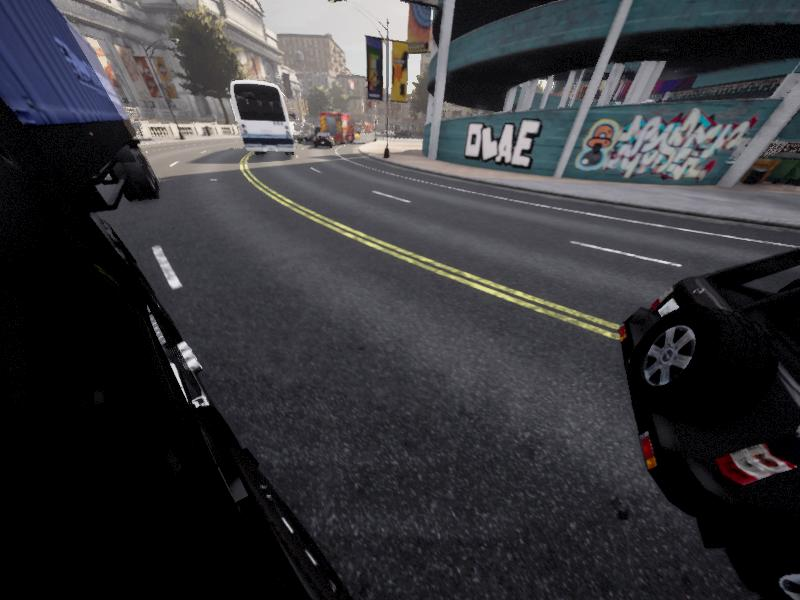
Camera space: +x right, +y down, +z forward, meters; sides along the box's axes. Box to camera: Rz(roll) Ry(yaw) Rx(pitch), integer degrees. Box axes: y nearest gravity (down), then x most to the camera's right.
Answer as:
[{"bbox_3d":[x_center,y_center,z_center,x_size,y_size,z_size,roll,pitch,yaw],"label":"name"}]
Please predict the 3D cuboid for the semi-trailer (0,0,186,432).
[{"bbox_3d":[-7.956,-4.029,4.837,2.717,4.402,14.254,-25,45,-32],"label":"semi-trailer"}]

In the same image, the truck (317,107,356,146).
[{"bbox_3d":[-8.614,-24.523,32.768,2.891,3.827,8.468,3,37,0],"label":"truck"}]

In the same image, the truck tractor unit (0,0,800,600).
[{"bbox_3d":[-2.645,-0.295,0.352,6.516,4.208,3.053,28,44,30],"label":"truck tractor unit"}]

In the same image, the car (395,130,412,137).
[{"bbox_3d":[0.943,-49.178,68.365,4.902,1.511,2.128,1,37,-1],"label":"car"}]

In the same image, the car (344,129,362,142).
[{"bbox_3d":[-8.215,-29.143,40.866,1.801,1.575,5.366,4,37,1],"label":"car"}]

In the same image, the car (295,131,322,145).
[{"bbox_3d":[-12.196,-21.915,31.158,1.895,1.301,4.718,2,37,-1],"label":"car"}]

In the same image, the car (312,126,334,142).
[{"bbox_3d":[-11.968,-25.921,36.044,1.905,1.878,3.866,3,37,1],"label":"car"}]

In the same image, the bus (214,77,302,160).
[{"bbox_3d":[-10.862,-14.897,19.374,3.944,4.253,10.273,-10,39,-16],"label":"bus"}]

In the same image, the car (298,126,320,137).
[{"bbox_3d":[-18.285,-34.041,46.704,2.242,1.667,4.611,4,37,2],"label":"car"}]

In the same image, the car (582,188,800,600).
[{"bbox_3d":[3.864,1.082,0.880,4.605,1.855,1.932,22,41,24],"label":"car"}]

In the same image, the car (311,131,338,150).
[{"bbox_3d":[-8.561,-18.424,26.517,2.038,1.542,4.974,-2,37,-6],"label":"car"}]
